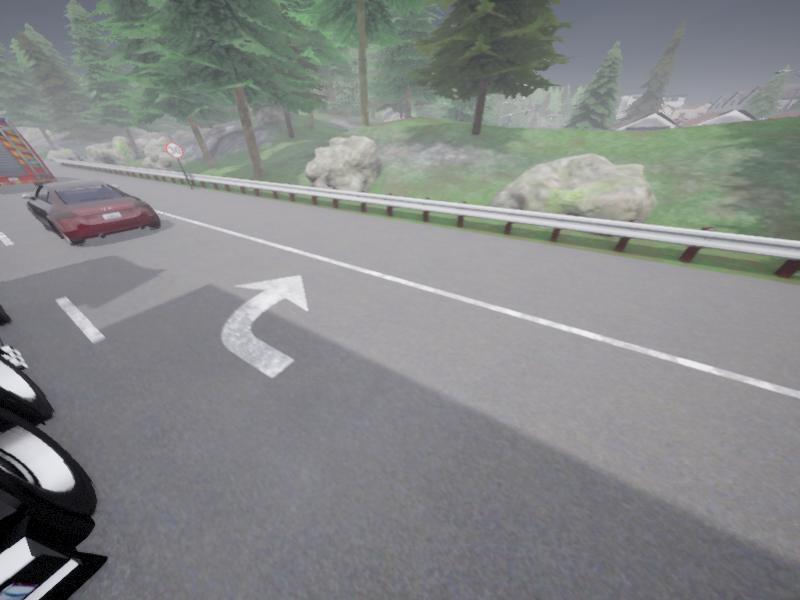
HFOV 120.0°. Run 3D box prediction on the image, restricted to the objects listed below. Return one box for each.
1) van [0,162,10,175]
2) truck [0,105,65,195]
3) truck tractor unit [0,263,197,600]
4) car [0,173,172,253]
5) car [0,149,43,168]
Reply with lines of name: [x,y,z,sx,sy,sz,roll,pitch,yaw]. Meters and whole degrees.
van: [-36.139,-11.813,19.565,4.480,2.038,2.069,18,39,24]
truck: [-24.570,-8.784,13.531,8.468,3.827,2.891,18,39,24]
truck tractor unit: [-5.116,-0.294,0.786,6.516,4.208,3.053,18,39,24]
car: [-9.450,-2.854,7.004,4.181,1.385,1.994,18,39,24]
car: [-45.569,-16.472,26.792,2.038,1.542,4.974,-11,36,-17]
